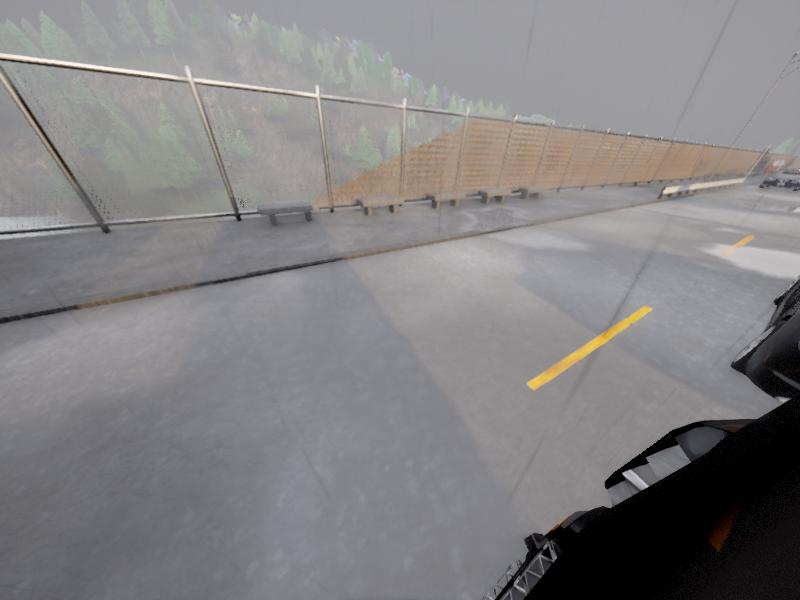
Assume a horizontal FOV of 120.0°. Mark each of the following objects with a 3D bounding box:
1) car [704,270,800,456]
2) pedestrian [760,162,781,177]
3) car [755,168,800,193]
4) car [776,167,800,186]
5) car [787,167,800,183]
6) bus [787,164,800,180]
[{"bbox_3d":[5.887,0.273,2.441,5.008,1.535,1.882,-16,38,-26],"label":"car"},{"bbox_3d":[55.385,-19.481,34.546,0.751,1.860,0.751,-16,38,-25],"label":"pedestrian"},{"bbox_3d":[34.928,-10.834,20.786,5.027,1.651,2.152,-16,38,-26],"label":"car"},{"bbox_3d":[44.558,-13.650,25.601,4.856,1.649,2.033,-16,38,-26],"label":"car"},{"bbox_3d":[53.100,-16.166,29.862,4.611,1.667,2.242,-16,38,-26],"label":"car"},{"bbox_3d":[62.806,-19.991,33.858,10.273,4.253,3.944,-16,38,-26],"label":"bus"}]
